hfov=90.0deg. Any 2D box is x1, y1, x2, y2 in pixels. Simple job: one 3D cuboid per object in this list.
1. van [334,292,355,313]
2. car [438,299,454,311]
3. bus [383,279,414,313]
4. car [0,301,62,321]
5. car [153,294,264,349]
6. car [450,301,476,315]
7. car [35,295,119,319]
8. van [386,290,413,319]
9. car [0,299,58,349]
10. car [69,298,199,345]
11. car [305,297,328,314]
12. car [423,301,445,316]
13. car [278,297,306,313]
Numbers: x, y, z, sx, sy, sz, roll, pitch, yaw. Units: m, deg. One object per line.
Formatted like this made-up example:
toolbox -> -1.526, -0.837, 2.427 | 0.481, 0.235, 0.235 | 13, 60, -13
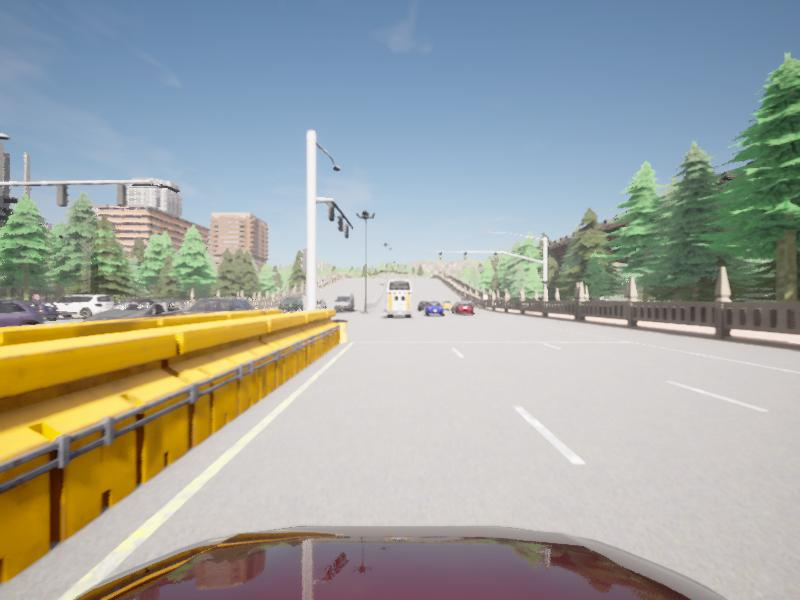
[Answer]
van -> -7.060, 0.332, 51.584 | 1.988, 2.561, 5.915 | 0, 0, 0
car -> 6.941, 0.684, 60.601 | 1.801, 1.575, 5.366 | 0, 2, 0
bus -> -0.180, -0.553, 55.391 | 3.944, 4.253, 10.273 | 0, 1, 0
car -> -28.819, 0.828, 31.013 | 3.705, 1.549, 1.789 | 0, 0, 2
car -> -7.016, 0.699, 15.308 | 2.097, 1.767, 4.553 | 0, 0, 0
car -> 6.953, 0.865, 44.788 | 2.163, 1.488, 4.792 | 0, 0, 0
car -> -27.727, 0.582, 34.482 | 5.566, 2.045, 2.150 | 0, 0, 2
van -> -0.104, 0.391, 37.713 | 2.351, 2.431, 6.366 | 0, 0, -2
car -> -14.015, 0.782, 12.791 | 2.033, 1.649, 4.856 | 0, 0, 0
car -> -10.517, 0.764, 16.372 | 2.242, 1.667, 4.611 | 0, 0, 0
car -> -10.554, 0.651, 51.037 | 1.932, 1.855, 4.605 | 0, 2, 0
car -> 3.455, 0.868, 41.298 | 1.816, 1.474, 4.193 | 0, 0, 0
car -> -14.059, 0.575, 52.261 | 2.150, 2.045, 5.566 | 0, 0, 0
